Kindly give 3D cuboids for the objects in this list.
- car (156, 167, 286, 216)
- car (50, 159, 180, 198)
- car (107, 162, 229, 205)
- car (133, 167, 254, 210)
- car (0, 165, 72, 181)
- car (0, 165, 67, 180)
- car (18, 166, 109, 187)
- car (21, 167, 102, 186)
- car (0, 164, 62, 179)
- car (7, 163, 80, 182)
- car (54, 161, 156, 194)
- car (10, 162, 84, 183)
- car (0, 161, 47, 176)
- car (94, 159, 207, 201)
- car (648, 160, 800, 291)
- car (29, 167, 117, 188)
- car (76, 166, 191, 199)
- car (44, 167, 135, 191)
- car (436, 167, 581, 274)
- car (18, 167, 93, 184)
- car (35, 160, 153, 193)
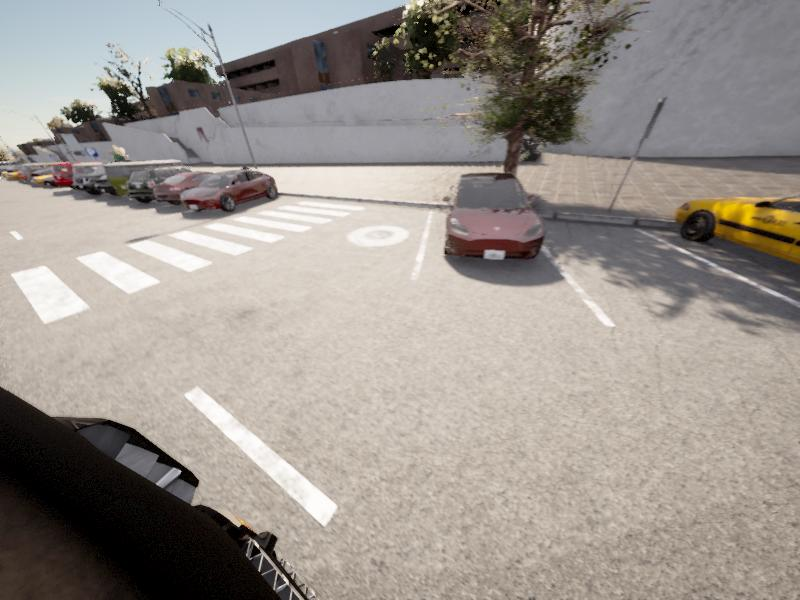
[{"bbox_3d":[-8.191,-5.499,11.366,2.163,1.488,4.792,4,34,9],"label":"car"},{"bbox_3d":[-21.119,-9.463,17.710,2.435,2.045,5.566,4,34,9],"label":"car"},{"bbox_3d":[-13.381,-7.123,13.885,2.185,1.767,4.553,4,34,10],"label":"car"},{"bbox_3d":[-10.791,-6.254,12.701,2.002,1.452,4.674,4,34,10],"label":"car"},{"bbox_3d":[-52.133,-18.313,33.164,1.946,1.575,5.366,5,34,9],"label":"car"},{"bbox_3d":[-54.682,-19.186,34.632,2.163,1.488,4.792,4,34,9],"label":"car"},{"bbox_3d":[-36.630,-13.677,25.483,1.946,1.575,5.366,4,34,9],"label":"car"},{"bbox_3d":[-39.186,-14.530,26.968,2.163,1.488,4.792,4,34,9],"label":"car"},{"bbox_3d":[-57.297,-19.877,35.710,1.946,1.575,5.366,5,34,9],"label":"car"},{"bbox_3d":[-46.948,-16.942,30.674,2.185,1.767,4.553,4,34,9],"label":"car"},{"bbox_3d":[-23.715,-10.138,18.949,1.878,1.987,4.442,4,34,9],"label":"car"},{"bbox_3d":[-44.369,-16.200,29.267,1.878,1.987,4.442,5,34,9],"label":"car"},{"bbox_3d":[-70.178,-24.074,42.136,2.435,2.045,5.566,4,34,9],"label":"car"},{"bbox_3d":[-15.941,-8.032,15.249,1.878,1.987,4.442,4,34,10],"label":"car"},{"bbox_3d":[7.417,-1.148,3.687,1.946,1.575,5.366,4,34,10],"label":"car"},{"bbox_3d":[-34.023,-12.975,24.341,2.163,1.488,4.792,4,34,9],"label":"car"},{"bbox_3d":[-18.533,-8.520,16.570,2.231,1.521,4.892,4,34,10],"label":"car"},{"bbox_3d":[-28.857,-11.475,21.783,2.002,1.452,4.674,4,34,10],"label":"car"},{"bbox_3d":[2.195,-2.502,6.143,2.163,1.488,4.792,4,34,9],"label":"car"},{"bbox_3d":[-41.773,-15.272,28.228,2.002,1.452,4.674,4,34,9],"label":"car"},{"bbox_3d":[-26.281,-10.986,20.355,2.435,2.045,5.566,4,34,10],"label":"car"}]
